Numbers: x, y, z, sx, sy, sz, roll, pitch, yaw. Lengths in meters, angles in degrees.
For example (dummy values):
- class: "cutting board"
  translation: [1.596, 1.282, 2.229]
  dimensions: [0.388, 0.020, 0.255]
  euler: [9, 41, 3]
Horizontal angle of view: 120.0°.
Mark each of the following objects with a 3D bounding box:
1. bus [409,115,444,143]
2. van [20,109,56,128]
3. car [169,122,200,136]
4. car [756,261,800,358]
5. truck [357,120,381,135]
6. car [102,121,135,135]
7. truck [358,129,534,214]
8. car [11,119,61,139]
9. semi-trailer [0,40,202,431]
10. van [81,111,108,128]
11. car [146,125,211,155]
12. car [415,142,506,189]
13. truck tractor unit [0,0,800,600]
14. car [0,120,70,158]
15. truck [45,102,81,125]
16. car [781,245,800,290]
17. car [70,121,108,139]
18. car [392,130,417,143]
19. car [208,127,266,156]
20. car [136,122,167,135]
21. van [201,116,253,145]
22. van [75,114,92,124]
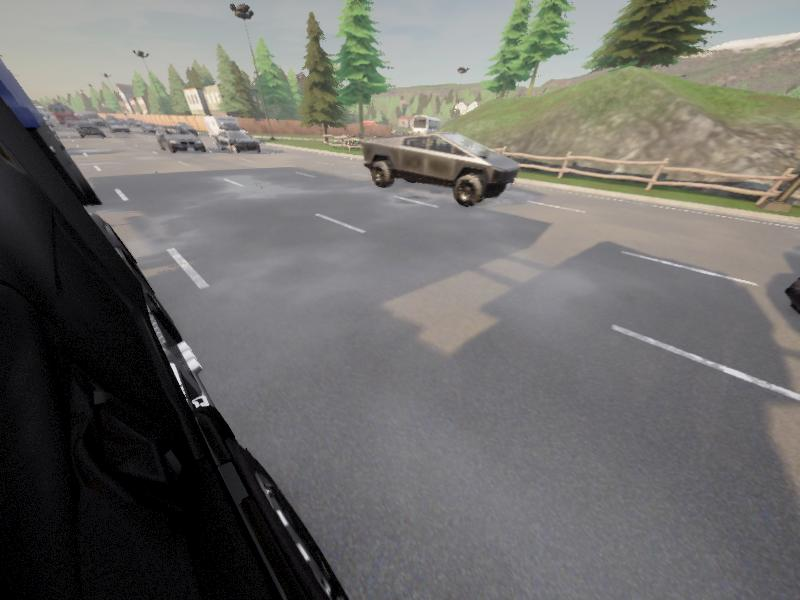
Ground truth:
- class: "bus"
  translation: [5.695, -36.187, 49.015]
  dimensions: [3.944, 4.253, 10.273]
  euler: [16, 39, 17]
- class: "van"
  translation: [-62.378, -31.397, 39.911]
  dimensions: [6.366, 2.431, 2.351]
  euler: [28, 44, 30]
- class: "car"
  translation: [-33.499, -26.619, 35.941]
  dimensions: [5.238, 1.638, 1.930]
  euler: [28, 44, 30]
- class: "car"
  translation: [7.065, 0.519, 2.121]
  dimensions: [3.633, 1.501, 1.845]
  euler: [28, 44, 30]
- class: "truck"
  translation: [-10.728, -58.915, 78.850]
  dimensions: [8.468, 3.827, 2.891]
  euler: [28, 44, 30]
- class: "car"
  translation: [-40.777, -24.926, 33.427]
  dimensions: [5.357, 1.411, 2.033]
  euler: [28, 44, 30]
- class: "truck"
  translation: [1.383, -5.476, 9.342]
  dimensions: [6.274, 2.098, 2.390]
  euler: [28, 44, 30]
- class: "car"
  translation: [-36.901, -17.429, 23.532]
  dimensions: [4.792, 1.488, 2.163]
  euler: [28, 44, 30]
- class: "semi-trailer"
  translation: [-8.721, -3.578, 4.223]
  dimensions: [14.254, 4.402, 2.717]
  euler: [28, 43, 30]
- class: "van"
  translation: [-62.674, -37.067, 47.409]
  dimensions: [5.915, 2.561, 1.988]
  euler: [28, 44, 30]
- class: "car"
  translation: [-17.174, -12.459, 17.924]
  dimensions: [4.611, 1.667, 2.242]
  euler: [28, 44, 30]
- class: "car"
  translation: [2.977, -7.158, 12.108]
  dimensions: [3.988, 1.617, 1.851]
  euler: [28, 44, 30]
- class: "truck tractor unit"
  translation: [-2.645, -0.295, 0.351]
  dimensions: [6.516, 4.208, 3.053]
  euler: [28, 44, 30]
- class: "car"
  translation: [-23.454, -10.320, 14.705]
  dimensions: [5.027, 1.651, 2.152]
  euler: [28, 44, 30]
- class: "truck"
  translation: [-75.526, -41.714, 51.767]
  dimensions: [8.468, 3.827, 2.891]
  euler: [28, 44, 30]
- class: "car"
  translation: [9.568, -0.261, 3.259]
  dimensions: [1.851, 1.617, 3.988]
  euler: [-26, 45, -33]
- class: "car"
  translation: [-34.694, -18.991, 25.757]
  dimensions: [4.892, 1.490, 1.837]
  euler: [28, 43, 30]
- class: "car"
  translation: [0.803, -30.739, 43.460]
  dimensions: [4.553, 1.767, 2.097]
  euler: [-29, 47, -35]
- class: "car"
  translation: [-13.607, -13.280, 19.270]
  dimensions: [5.238, 1.638, 1.930]
  euler: [28, 44, 30]
- class: "car"
  translation: [-38.141, -26.256, 35.374]
  dimensions: [5.357, 1.411, 2.033]
  euler: [28, 44, 30]
- class: "van"
  translation: [-20.362, -19.936, 27.126]
  dimensions: [6.366, 2.431, 2.351]
  euler: [28, 44, 30]
- class: "van"
  translation: [-85.691, -49.114, 62.613]
  dimensions: [4.442, 1.987, 1.775]
  euler: [28, 44, 30]
